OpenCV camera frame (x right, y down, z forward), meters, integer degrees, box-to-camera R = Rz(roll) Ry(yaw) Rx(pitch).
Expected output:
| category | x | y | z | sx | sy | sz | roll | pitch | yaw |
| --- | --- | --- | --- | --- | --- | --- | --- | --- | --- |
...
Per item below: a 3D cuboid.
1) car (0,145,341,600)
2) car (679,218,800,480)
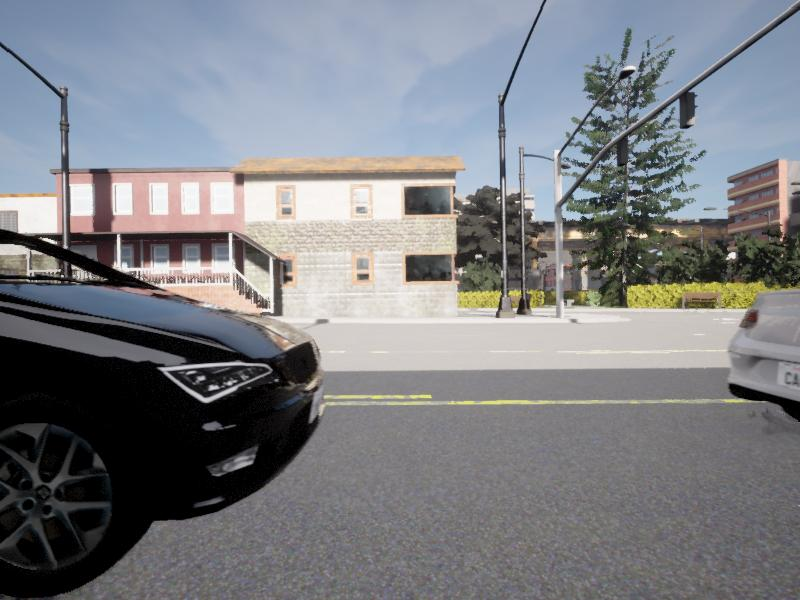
| category | x | y | z | sx | sy | sz | roll | pitch | yaw |
| --- | --- | --- | --- | --- | --- | --- | --- | --- | --- |
| car | -2.531 | 0.246 | 2.120 | 4.193 | 1.474 | 1.816 | 0 | 0 | -1 |
| car | 4.543 | 0.266 | 2.276 | 4.674 | 1.442 | 1.812 | 0 | 0 | -1 |
